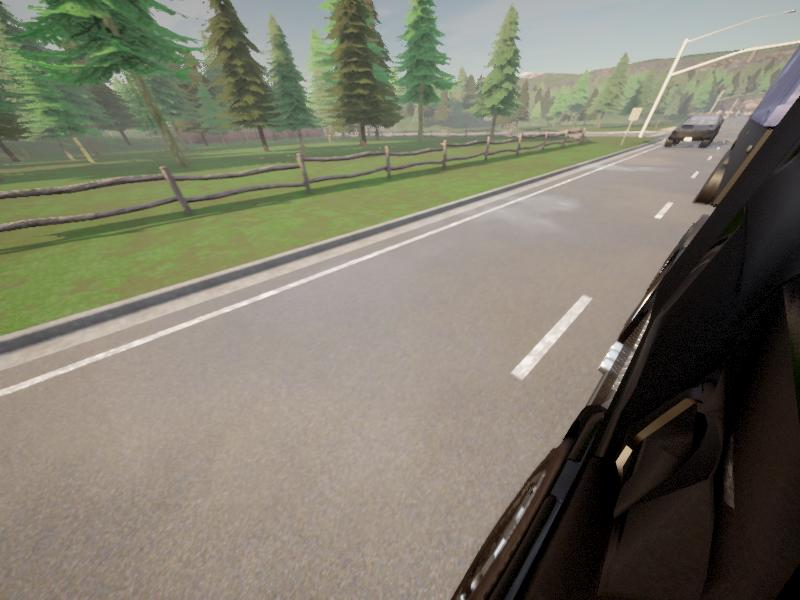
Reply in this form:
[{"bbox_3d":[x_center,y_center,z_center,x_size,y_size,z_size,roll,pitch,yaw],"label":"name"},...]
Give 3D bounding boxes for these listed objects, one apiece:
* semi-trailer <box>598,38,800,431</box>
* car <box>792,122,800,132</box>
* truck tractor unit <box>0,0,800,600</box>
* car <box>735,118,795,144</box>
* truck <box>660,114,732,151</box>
[{"bbox_3d":[8.670,-3.615,4.270,14.254,4.402,2.717,-28,44,-30],"label":"semi-trailer"},{"bbox_3d":[49.464,-20.357,26.602,2.033,1.649,4.856,13,41,21],"label":"car"},{"bbox_3d":[2.645,-0.295,0.351,6.516,4.208,3.053,-28,44,-30],"label":"truck tractor unit"},{"bbox_3d":[32.096,-15.019,20.471,5.027,1.651,2.152,-28,44,-30],"label":"car"},{"bbox_3d":[23.707,-13.470,18.476,6.274,2.098,2.390,-28,44,-30],"label":"truck"}]
